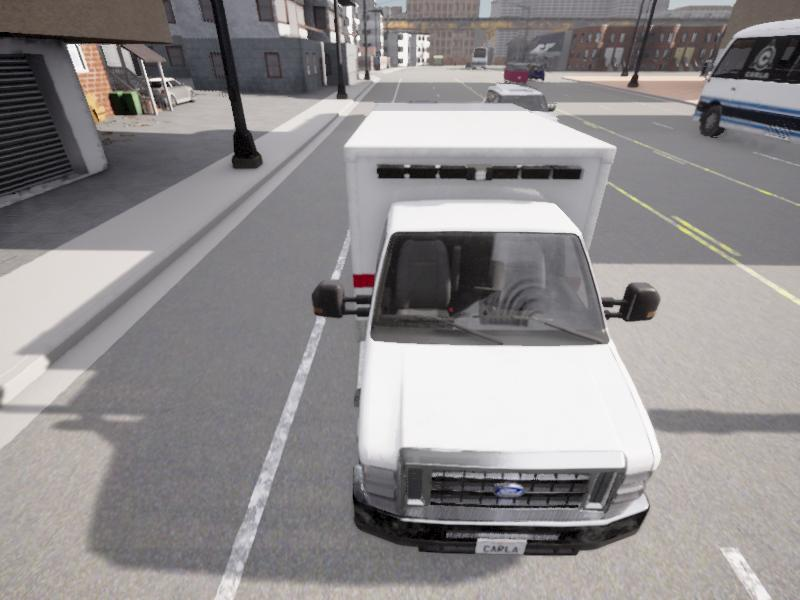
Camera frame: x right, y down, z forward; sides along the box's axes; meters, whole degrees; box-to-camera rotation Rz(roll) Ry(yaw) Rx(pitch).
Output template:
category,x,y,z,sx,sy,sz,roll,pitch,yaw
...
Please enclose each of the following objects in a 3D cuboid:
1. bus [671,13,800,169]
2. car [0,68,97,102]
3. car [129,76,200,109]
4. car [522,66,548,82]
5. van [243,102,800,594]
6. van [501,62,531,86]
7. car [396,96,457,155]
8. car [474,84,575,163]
category,x,y,z,sx,sy,sz,roll,pitch,yaw
bus,14.800,-7.179,13.603,3.944,4.253,10.273,1,32,1
car,-22.362,-13.771,25.473,2.152,1.636,5.027,1,31,1
car,-14.290,-12.806,24.587,1.970,1.475,3.806,1,32,1
car,15.775,-26.578,46.925,1.845,1.501,3.633,1,32,1
van,0.676,-0.742,4.782,2.351,2.431,6.366,1,31,1
van,12.153,-23.879,42.176,1.775,1.987,4.442,1,32,1
car,0.972,-7.274,16.390,2.128,1.511,4.902,1,32,1
car,4.455,-7.020,15.467,2.150,2.045,5.566,0,32,1
